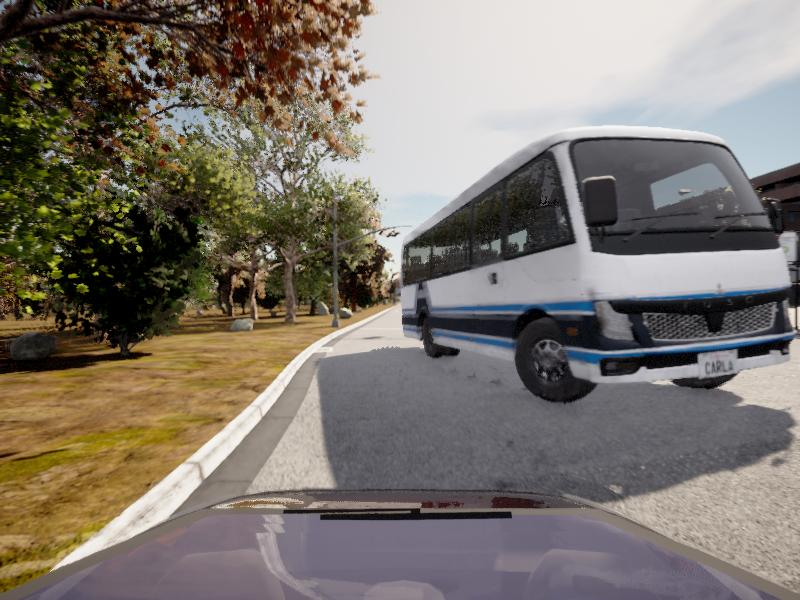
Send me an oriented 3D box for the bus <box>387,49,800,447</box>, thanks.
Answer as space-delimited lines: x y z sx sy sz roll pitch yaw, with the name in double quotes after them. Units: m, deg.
2.794 -0.535 9.712 3.944 4.253 10.273 -4 -1 -14 "bus"
